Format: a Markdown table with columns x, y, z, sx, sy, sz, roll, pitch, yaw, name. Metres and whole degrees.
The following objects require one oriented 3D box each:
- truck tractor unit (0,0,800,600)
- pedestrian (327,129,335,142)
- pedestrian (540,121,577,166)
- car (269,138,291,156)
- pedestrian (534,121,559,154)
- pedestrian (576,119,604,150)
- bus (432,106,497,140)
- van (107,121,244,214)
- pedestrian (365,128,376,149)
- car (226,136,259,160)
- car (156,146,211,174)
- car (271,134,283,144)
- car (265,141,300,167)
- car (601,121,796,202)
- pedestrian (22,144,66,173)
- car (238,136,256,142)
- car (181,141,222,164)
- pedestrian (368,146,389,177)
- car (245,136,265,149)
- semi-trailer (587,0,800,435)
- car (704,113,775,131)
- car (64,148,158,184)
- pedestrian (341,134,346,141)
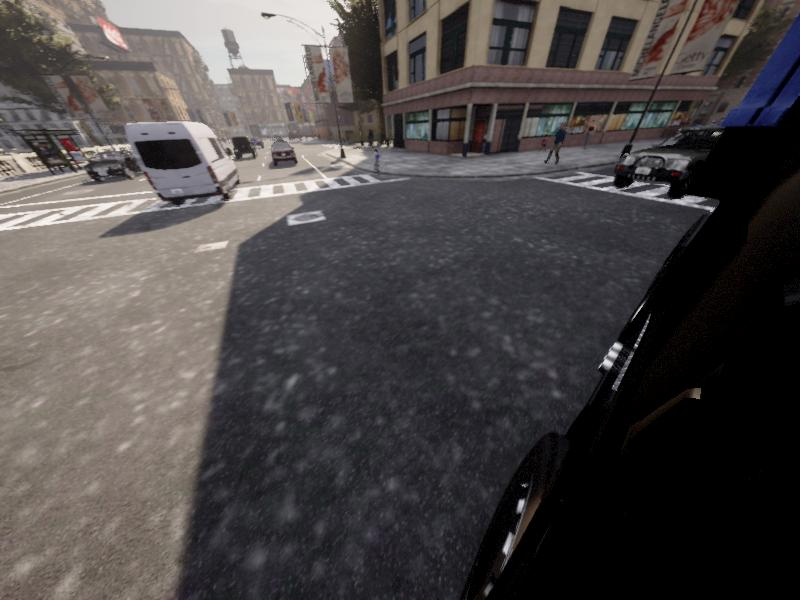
| x | y | z | sx | sy | sz | roll | pitch | yaw | name |
| --- | --- | --- | --- | --- | --- | --- | --- | --- | --- |
| 2.645 | -0.295 | 0.351 | 6.516 | 4.208 | 3.053 | -28 | 44 | -30 | truck tractor unit |
| -12.459 | -29.786 | 41.937 | 0.751 | 1.860 | 0.751 | -32 | 46 | -33 | pedestrian |
| 8.239 | -8.170 | 12.105 | 0.751 | 1.860 | 0.751 | -11 | 38 | -11 | pedestrian |
| -14.229 | -18.214 | 27.352 | 1.816 | 1.474 | 4.193 | -16 | 39 | -18 | car |
| 10.492 | -11.675 | 16.604 | 0.751 | 1.860 | 0.751 | -12 | 38 | -12 | pedestrian |
| 14.173 | -12.378 | 17.312 | 0.751 | 1.860 | 0.751 | -16 | 39 | -18 | pedestrian |
| 11.269 | -31.243 | 40.745 | 10.273 | 4.253 | 3.944 | -17 | 39 | -18 | bus |
| -8.655 | -5.937 | 9.898 | 1.988 | 2.561 | 5.915 | -16 | 39 | -18 | van |
| -3.330 | -18.265 | 26.151 | 0.751 | 1.860 | 0.751 | 8 | 38 | 13 | pedestrian |
| -16.430 | -16.095 | 24.328 | 1.905 | 1.878 | 3.866 | -16 | 38 | -18 | car |
| -16.775 | -11.107 | 18.195 | 1.994 | 1.385 | 4.181 | -17 | 39 | -18 | car |
| -26.653 | -35.004 | 50.194 | 1.851 | 1.617 | 3.988 | -15 | 39 | -16 | car |
| -9.950 | -12.464 | 19.558 | 2.033 | 1.411 | 5.357 | -16 | 39 | -18 | car |
| 9.905 | -4.833 | 7.872 | 4.605 | 1.855 | 1.932 | -14 | 39 | -16 | car |
| -28.264 | -11.264 | 18.394 | 0.751 | 1.860 | 0.751 | -9 | 38 | -9 | pedestrian |
| -44.475 | -47.057 | 67.456 | 1.895 | 1.301 | 4.718 | 2 | 37 | 6 | car |
| -19.611 | -14.797 | 23.105 | 1.882 | 1.535 | 5.008 | -18 | 40 | -19 | car |
| -1.137 | -7.514 | 12.515 | 0.751 | 1.300 | 0.751 | -20 | 41 | -22 | pedestrian |
| -24.221 | -26.407 | 38.666 | 2.152 | 1.651 | 5.027 | -16 | 39 | -18 | car |
| 9.434 | -2.965 | 3.321 | 14.254 | 4.402 | 2.717 | -19 | 40 | -20 | semi-trailer |
| 43.796 | -23.054 | 29.995 | 2.097 | 1.767 | 4.553 | -16 | 39 | -18 | car |
| -19.270 | -9.293 | 15.827 | 2.128 | 1.511 | 4.902 | -16 | 39 | -18 | car |
| -10.748 | -30.761 | 43.753 | 0.500 | 1.100 | 0.500 | 26 | 45 | 32 | pedestrian |
